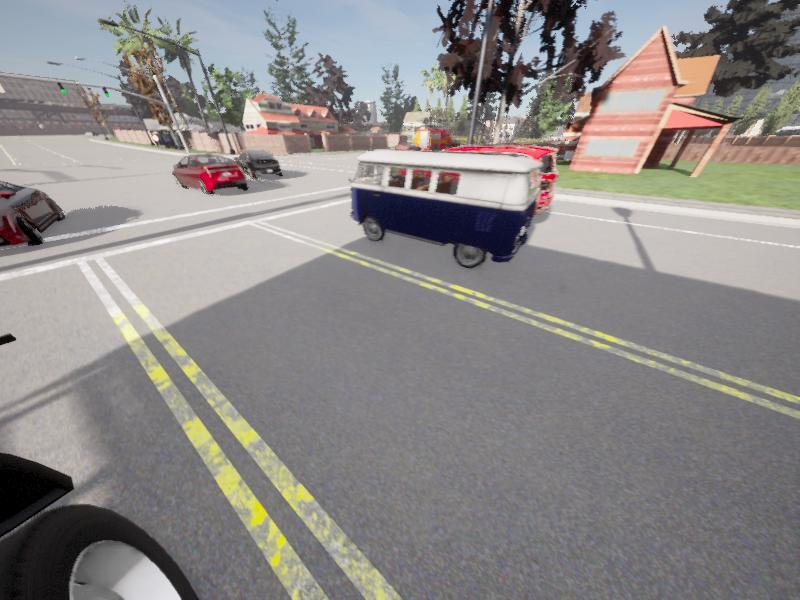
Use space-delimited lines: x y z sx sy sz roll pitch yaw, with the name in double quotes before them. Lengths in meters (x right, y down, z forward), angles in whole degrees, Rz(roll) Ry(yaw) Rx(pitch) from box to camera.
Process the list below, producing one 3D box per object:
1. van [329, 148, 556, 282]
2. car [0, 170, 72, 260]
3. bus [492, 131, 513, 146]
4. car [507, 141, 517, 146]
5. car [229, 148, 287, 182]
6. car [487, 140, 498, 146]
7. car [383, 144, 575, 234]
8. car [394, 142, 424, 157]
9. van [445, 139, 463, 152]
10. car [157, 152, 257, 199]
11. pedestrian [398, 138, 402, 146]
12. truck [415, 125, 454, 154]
"van" 0.684 -2.317 5.479 4.442 1.987 1.775 22 41 28
"car" -10.595 -2.160 5.692 1.994 1.385 4.181 -27 43 -33
"bus" 36.854 -58.047 82.871 3.944 4.253 10.273 21 40 27
"car" 40.330 -56.330 83.030 1.895 1.301 4.718 21 40 27
"car" -9.703 -9.281 15.679 1.837 1.490 4.892 -28 44 -32
"car" 30.329 -51.412 75.761 1.801 1.575 5.366 21 40 27
"car" 2.297 -4.140 8.023 5.566 2.045 2.150 22 41 28
"car" 1.376 -22.688 34.695 2.152 1.651 5.027 21 40 27
"van" 10.868 -31.221 46.566 1.775 1.987 4.442 19 39 25
"car" -9.521 -6.292 11.425 4.514 1.525 2.007 22 41 28
"pedestrian" -0.109 -41.280 60.302 0.751 1.860 0.751 21 40 27
"truck" 6.075 -27.662 39.880 2.891 3.827 8.468 21 40 27
